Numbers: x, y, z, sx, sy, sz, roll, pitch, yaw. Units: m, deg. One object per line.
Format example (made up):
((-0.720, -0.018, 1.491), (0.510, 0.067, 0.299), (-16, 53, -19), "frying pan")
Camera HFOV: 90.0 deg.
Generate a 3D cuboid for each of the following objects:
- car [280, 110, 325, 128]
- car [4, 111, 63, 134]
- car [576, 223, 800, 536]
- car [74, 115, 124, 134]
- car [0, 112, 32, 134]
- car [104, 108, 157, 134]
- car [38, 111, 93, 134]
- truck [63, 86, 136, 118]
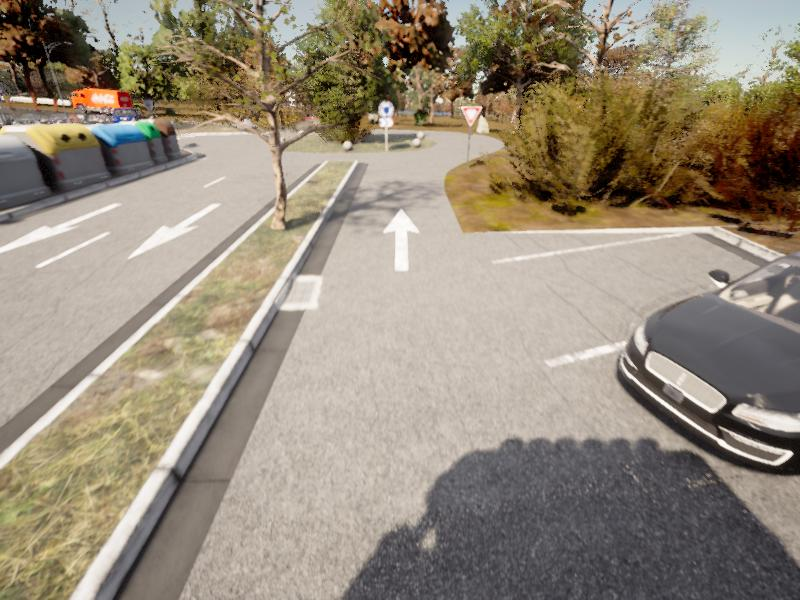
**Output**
((-10.180, -18.954, 41.892), (3.988, 1.617, 1.851), (7, 26, 11), "car")
((-33.383, -16.257, 36.609), (2.185, 1.767, 4.553), (-8, 26, -18), "car")
((4.850, 0.280, 4.375), (4.892, 1.521, 2.231), (-9, 29, -18), "car")
((-27.331, -16.101, 36.561), (2.231, 1.521, 4.892), (-8, 26, -18), "car")
((-36.410, -16.269, 36.643), (2.185, 1.767, 4.553), (-8, 26, -17), "car")
((-24.327, -16.322, 36.430), (2.435, 2.045, 5.566), (-9, 26, -17), "car")
((-30.346, -16.216, 36.514), (2.185, 1.767, 4.553), (-9, 26, -17), "car")
((-31.332, -20.715, 41.918), (5.204, 2.467, 2.627), (4, 26, -1), "truck")
